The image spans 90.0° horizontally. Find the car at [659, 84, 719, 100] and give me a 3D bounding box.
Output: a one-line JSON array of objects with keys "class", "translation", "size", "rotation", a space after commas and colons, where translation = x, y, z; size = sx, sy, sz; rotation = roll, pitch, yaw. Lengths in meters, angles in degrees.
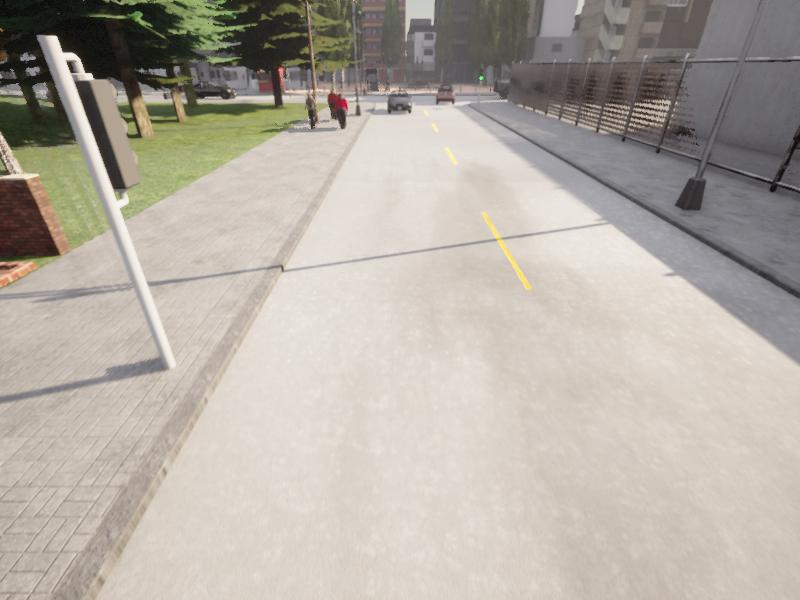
[{"class": "car", "translation": [30.242, -21.829, 41.942], "size": [4.674, 1.442, 1.812], "rotation": [0, 30, 0]}]

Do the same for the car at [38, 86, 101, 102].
[{"class": "car", "translation": [-34.628, -21.635, 42.008], "size": [4.674, 1.442, 1.812], "rotation": [0, 30, 0]}]

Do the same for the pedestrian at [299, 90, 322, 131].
[{"class": "pedestrian", "translation": [-4.573, -9.715, 20.528], "size": [0.751, 1.860, 0.751], "rotation": [6, 31, 10]}]

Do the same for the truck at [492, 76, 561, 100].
[{"class": "truck", "translation": [13.065, -22.110, 41.764], "size": [6.274, 2.098, 2.390], "rotation": [0, 30, 0]}]

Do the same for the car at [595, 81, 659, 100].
[{"class": "car", "translation": [23.704, -21.936, 41.926], "size": [5.238, 1.638, 1.930], "rotation": [0, 30, 0]}]

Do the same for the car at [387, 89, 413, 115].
[{"class": "car", "translation": [-0.039, -14.978, 30.172], "size": [1.816, 1.474, 4.193], "rotation": [0, 30, -1]}]

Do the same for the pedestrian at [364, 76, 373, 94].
[{"class": "pedestrian", "translation": [-3.827, -26.143, 48.638], "size": [0.751, 1.860, 0.751], "rotation": [-11, 32, -18]}]

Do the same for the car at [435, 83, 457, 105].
[{"class": "car", "translation": [4.302, -19.297, 37.435], "size": [1.851, 1.617, 3.988], "rotation": [3, 31, 6]}]

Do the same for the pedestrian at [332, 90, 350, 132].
[{"class": "pedestrian", "translation": [-2.989, -9.662, 20.438], "size": [0.751, 1.860, 0.751], "rotation": [-4, 31, -7]}]

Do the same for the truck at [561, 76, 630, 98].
[{"class": "truck", "translation": [22.023, -24.142, 45.246], "size": [6.274, 2.098, 2.390], "rotation": [0, 30, 0]}]

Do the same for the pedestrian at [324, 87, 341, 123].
[{"class": "pedestrian", "translation": [-3.972, -11.583, 23.724], "size": [0.751, 1.860, 0.751], "rotation": [0, 30, 1]}]

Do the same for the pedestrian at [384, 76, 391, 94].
[{"class": "pedestrian", "translation": [-1.478, -25.857, 48.149], "size": [0.751, 1.860, 0.751], "rotation": [3, 30, 4]}]

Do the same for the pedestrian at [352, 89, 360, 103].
[{"class": "pedestrian", "translation": [-4.040, -18.867, 36.943], "size": [0.500, 1.100, 0.500], "rotation": [-12, 32, -20]}]

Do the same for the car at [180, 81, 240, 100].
[{"class": "car", "translation": [-19.802, -21.897, 41.854], "size": [5.027, 1.651, 2.152], "rotation": [0, 30, 0]}]
